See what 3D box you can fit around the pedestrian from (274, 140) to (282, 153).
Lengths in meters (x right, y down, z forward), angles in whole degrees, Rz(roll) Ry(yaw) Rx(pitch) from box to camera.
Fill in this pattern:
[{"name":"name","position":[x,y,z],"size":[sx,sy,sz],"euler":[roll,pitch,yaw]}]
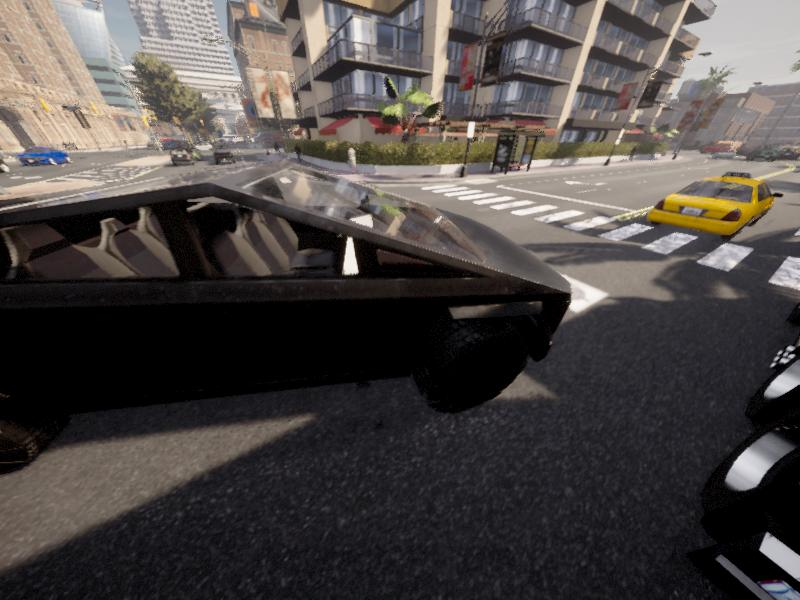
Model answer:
[{"name":"pedestrian","position":[-21.648,-27.257,41.093],"size":[0.751,1.860,0.751],"euler":[-17,38,-23]}]

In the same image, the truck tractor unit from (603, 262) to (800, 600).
[{"name":"truck tractor unit","position":[5.108,-0.302,0.795],"size":[6.516,4.208,3.053],"euler":[-18,39,-24]}]

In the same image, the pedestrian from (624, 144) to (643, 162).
[{"name":"pedestrian","position":[28.699,-18.094,28.415],"size":[0.751,1.860,0.751],"euler":[-17,38,-23]}]

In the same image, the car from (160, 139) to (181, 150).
[{"name":"car","position":[-53.001,-35.969,53.468],"size":[2.150,2.045,5.566],"euler":[-18,39,-25]}]

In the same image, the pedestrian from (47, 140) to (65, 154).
[{"name":"pedestrian","position":[-57.808,-25.749,38.822],"size":[0.751,1.860,0.751],"euler":[-23,41,-29]}]

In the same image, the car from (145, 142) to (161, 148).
[{"name":"car","position":[-67.910,-42.586,63.483],"size":[1.895,1.301,4.718],"euler":[-18,39,-25]}]

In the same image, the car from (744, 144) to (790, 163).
[{"name":"car","position":[52.217,-21.034,33.029],"size":[5.566,2.045,2.150],"euler":[-29,45,-35]}]

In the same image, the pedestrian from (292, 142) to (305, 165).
[{"name":"pedestrian","position":[-9.990,-14.431,22.749],"size":[0.751,1.860,0.751],"euler":[-16,38,-23]}]

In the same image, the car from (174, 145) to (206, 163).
[{"name":"car","position":[-25.186,-17.680,27.874],"size":[2.007,1.525,4.514],"euler":[-18,39,-25]}]

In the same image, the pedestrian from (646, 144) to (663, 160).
[{"name":"pedestrian","position":[35.032,-20.422,31.830],"size":[0.751,1.860,0.751],"euler":[-19,39,-26]}]

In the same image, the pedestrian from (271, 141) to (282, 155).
[{"name":"pedestrian","position":[-18.890,-23.245,35.345],"size":[0.751,1.860,0.751],"euler":[29,44,34]}]

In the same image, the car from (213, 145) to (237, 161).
[{"name":"car","position":[-22.500,-19.045,29.795],"size":[1.851,1.617,3.988],"euler":[-18,39,-25]}]

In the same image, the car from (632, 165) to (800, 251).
[{"name":"car","position":[10.015,-3.114,7.218],"size":[5.366,1.575,1.801],"euler":[-18,39,-24]}]

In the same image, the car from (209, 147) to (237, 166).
[{"name":"car","position":[-19.272,-15.855,25.335],"size":[1.837,1.490,4.892],"euler":[-18,39,-25]}]

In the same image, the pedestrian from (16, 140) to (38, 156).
[{"name":"pedestrian","position":[-55.156,-22.510,34.187],"size":[0.751,1.860,0.751],"euler":[-22,40,-28]}]

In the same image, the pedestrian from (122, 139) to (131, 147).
[{"name":"pedestrian","position":[-73.649,-42.226,62.112],"size":[0.751,1.860,0.751],"euler":[-21,40,-28]}]

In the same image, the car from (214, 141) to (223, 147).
[{"name":"car","position":[-62.026,-53.532,79.092],"size":[1.801,1.575,5.366],"euler":[-18,39,-25]}]

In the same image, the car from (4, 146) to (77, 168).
[{"name":"car","position":[-34.779,-14.104,22.619],"size":[1.882,1.535,5.008],"euler":[-18,39,-25]}]

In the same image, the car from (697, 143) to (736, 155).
[{"name":"car","position":[71.053,-34.115,52.059],"size":[2.150,2.045,5.566],"euler":[10,36,13]}]

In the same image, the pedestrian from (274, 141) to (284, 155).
[{"name":"pedestrian","position":[-19.066,-23.969,36.386],"size":[0.751,1.860,0.751],"euler":[-17,38,-24]}]

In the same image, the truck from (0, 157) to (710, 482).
[{"name":"truck","position":[-1.612,-0.198,2.446],"size":[6.274,2.098,2.390],"euler":[-4,35,-7]}]

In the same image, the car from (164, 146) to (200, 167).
[{"name":"car","position":[-22.041,-14.639,23.505],"size":[1.789,1.549,3.705],"euler":[-18,39,-25]}]

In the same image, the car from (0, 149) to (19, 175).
[{"name":"car","position":[-29.947,-9.384,15.913],"size":[1.837,1.490,4.892],"euler":[-18,39,-25]}]

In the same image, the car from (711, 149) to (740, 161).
[{"name":"car","position":[50.837,-22.774,36.180],"size":[1.895,1.301,4.718],"euler":[29,44,35]}]

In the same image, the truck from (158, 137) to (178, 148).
[{"name":"truck","position":[-66.161,-45.018,65.979],"size":[2.627,2.467,5.204],"euler":[-18,39,-25]}]

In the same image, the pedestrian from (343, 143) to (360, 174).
[{"name":"pedestrian","position":[-3.515,-10.310,16.884],"size":[0.751,1.860,0.751],"euler":[22,40,28]}]
